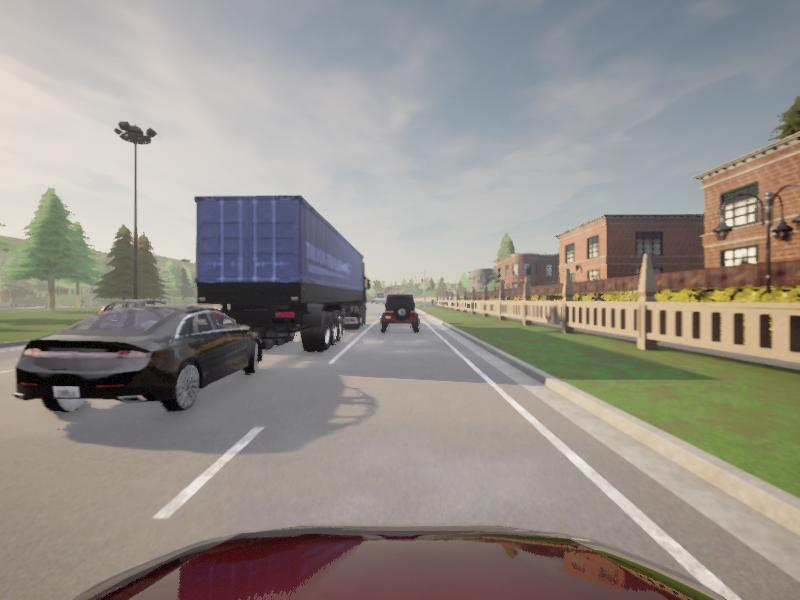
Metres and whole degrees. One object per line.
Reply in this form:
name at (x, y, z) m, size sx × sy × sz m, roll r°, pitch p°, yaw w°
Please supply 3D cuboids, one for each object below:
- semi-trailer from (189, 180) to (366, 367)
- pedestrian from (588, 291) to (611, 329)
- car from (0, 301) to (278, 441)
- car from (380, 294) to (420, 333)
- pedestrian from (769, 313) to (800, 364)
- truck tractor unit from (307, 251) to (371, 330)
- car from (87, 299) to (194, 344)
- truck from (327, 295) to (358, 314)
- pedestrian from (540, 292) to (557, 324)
semi-trailer at (-3.502, -0.621, 16.545) m, size 2.717 × 4.402 × 14.254 m, roll 0°, pitch 0°, yaw 1°
pedestrian at (9.894, 0.482, 19.853) m, size 0.751 × 1.860 × 0.751 m, roll 0°, pitch 0°, yaw 1°
car at (-3.953, 0.839, 7.111) m, size 2.128 × 1.511 × 4.902 m, roll 2°, pitch 1°, yaw -1°
car at (-0.001, 0.642, 21.179) m, size 1.905 × 1.878 × 3.866 m, roll 0°, pitch 0°, yaw 0°
pedestrian at (8.961, 0.863, 9.195) m, size 0.500 × 1.100 × 0.500 m, roll 0°, pitch 0°, yaw -11°
truck tractor unit at (-3.467, -0.531, 24.456) m, size 3.053 × 4.208 × 6.516 m, roll 0°, pitch 0°, yaw -2°
car at (-10.498, 0.785, 16.592) m, size 1.851 × 1.617 × 3.988 m, roll 0°, pitch 0°, yaw 0°
truck at (-6.839, 0.534, 48.141) m, size 2.390 × 2.098 × 6.274 m, roll -1°, pitch 0°, yaw 4°
pedestrian at (8.936, 0.481, 24.135) m, size 0.751 × 1.860 × 0.751 m, roll 0°, pitch 0°, yaw 0°
